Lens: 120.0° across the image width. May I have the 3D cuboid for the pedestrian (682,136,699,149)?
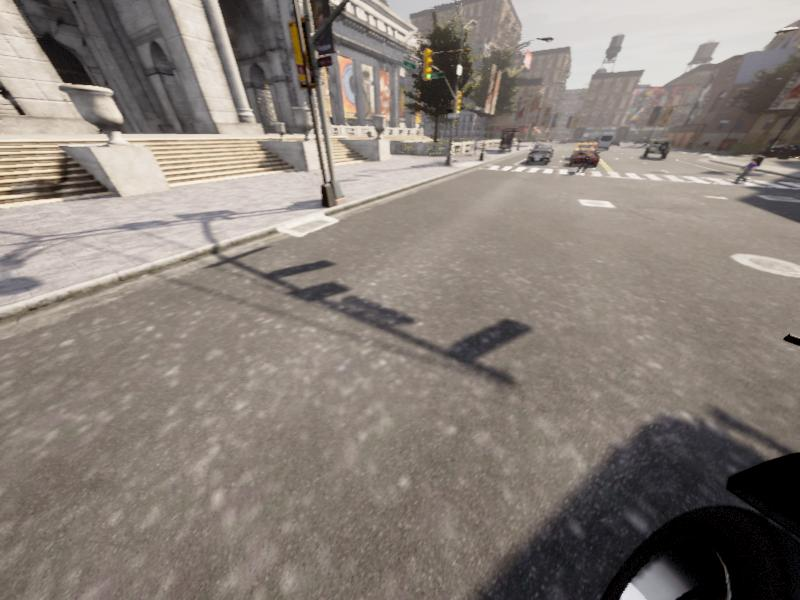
[{"bbox_3d":[49.612,-26.874,39.498,0.751,1.860,0.751,-7,36,-9],"label":"pedestrian"}]

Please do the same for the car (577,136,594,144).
[{"bbox_3d":[55.838,-48.180,69.491,4.605,1.855,1.932,-21,41,-27],"label":"car"}]

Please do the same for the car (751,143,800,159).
[{"bbox_3d":[46.639,-17.593,27.261,5.357,1.411,2.033,20,40,25],"label":"car"}]

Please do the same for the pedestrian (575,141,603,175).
[{"bbox_3d":[12.600,-9.491,15.461,0.751,1.860,0.751,27,43,32],"label":"pedestrian"}]

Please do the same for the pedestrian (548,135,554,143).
[{"bbox_3d":[45.881,-48.886,70.166,0.751,1.860,0.751,-20,40,-25],"label":"pedestrian"}]

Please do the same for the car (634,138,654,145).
[{"bbox_3d":[69.243,-45.133,65.570,3.988,1.617,1.851,-12,37,-16],"label":"car"}]

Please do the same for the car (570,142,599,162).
[{"bbox_3d":[19.799,-16.099,25.003,1.882,1.535,5.008,19,40,25],"label":"car"}]

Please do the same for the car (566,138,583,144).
[{"bbox_3d":[54.370,-49.601,71.957,4.718,1.301,1.895,-18,39,-23],"label":"car"}]

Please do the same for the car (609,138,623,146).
[{"bbox_3d":[51.523,-37.629,55.123,1.816,1.474,4.193,25,43,31],"label":"car"}]

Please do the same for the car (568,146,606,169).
[{"bbox_3d":[16.063,-12.440,20.042,1.994,1.385,4.181,20,40,25],"label":"car"}]

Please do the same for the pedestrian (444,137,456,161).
[{"bbox_3d":[4.716,-14.301,21.887,0.751,1.860,0.751,16,39,21],"label":"pedestrian"}]

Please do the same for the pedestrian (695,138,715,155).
[{"bbox_3d":[41.442,-20.891,31.405,0.751,1.860,0.751,19,40,25],"label":"pedestrian"}]

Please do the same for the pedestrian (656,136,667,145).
[{"bbox_3d":[62.940,-38.365,55.538,0.751,1.860,0.751,-6,36,-9],"label":"pedestrian"}]

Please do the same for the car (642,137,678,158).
[{"bbox_3d":[29.819,-17.499,26.659,1.932,1.855,4.605,26,40,32],"label":"car"}]

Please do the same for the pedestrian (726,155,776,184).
[{"bbox_3d":[19.365,-7.218,12.786,0.751,1.300,0.751,14,38,18],"label":"pedestrian"}]

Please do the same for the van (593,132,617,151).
[{"bbox_3d":[36.697,-28.596,41.592,1.988,2.561,5.915,20,40,25],"label":"van"}]

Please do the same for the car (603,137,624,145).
[{"bbox_3d":[60.053,-44.671,64.915,5.027,1.651,2.152,-19,40,-25],"label":"car"}]

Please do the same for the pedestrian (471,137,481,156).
[{"bbox_3d":[8.868,-17.951,26.982,0.751,1.860,0.751,16,39,21],"label":"pedestrian"}]

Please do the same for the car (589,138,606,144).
[{"bbox_3d":[57.233,-46.101,66.959,4.514,1.525,2.007,-21,41,-27],"label":"car"}]

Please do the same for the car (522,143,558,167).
[{"bbox_3d":[13.158,-13.641,21.587,2.128,1.511,4.902,20,40,25],"label":"car"}]
